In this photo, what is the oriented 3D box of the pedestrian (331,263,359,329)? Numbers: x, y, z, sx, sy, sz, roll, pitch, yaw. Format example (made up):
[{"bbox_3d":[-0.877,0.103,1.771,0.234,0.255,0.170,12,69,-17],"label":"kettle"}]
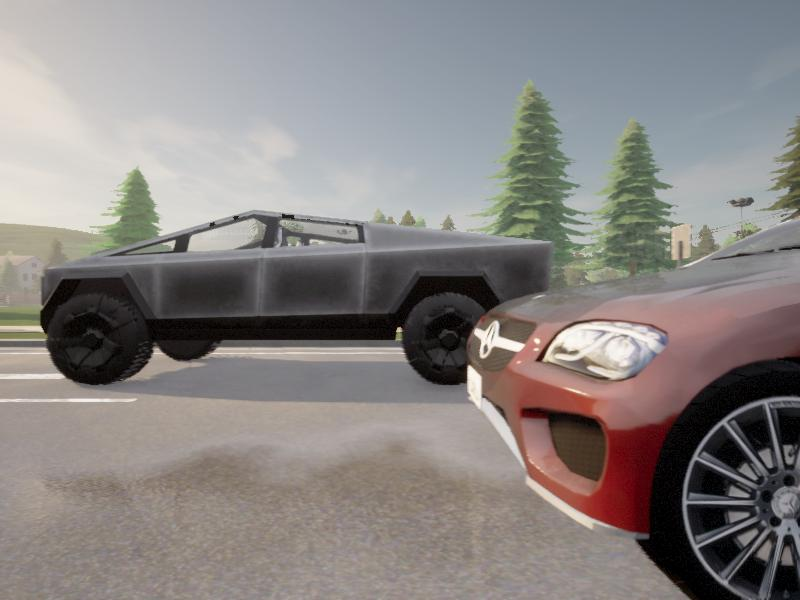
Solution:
[{"bbox_3d":[-1.598,-0.115,11.681,0.751,1.860,0.751,0,0,-3],"label":"pedestrian"}]

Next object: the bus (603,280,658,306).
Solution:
[{"bbox_3d":[40.144,-1.128,70.336,3.944,4.253,10.273,0,0,1],"label":"bus"}]

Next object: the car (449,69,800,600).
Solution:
[{"bbox_3d":[2.917,0.182,2.199,5.027,1.651,2.152,0,0,0],"label":"car"}]

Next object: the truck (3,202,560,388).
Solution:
[{"bbox_3d":[-1.338,-0.058,5.700,6.274,2.098,2.390,0,0,0],"label":"truck"}]

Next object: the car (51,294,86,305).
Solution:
[{"bbox_3d":[-63.986,-0.049,77.300,2.150,2.045,5.566,0,0,0],"label":"car"}]
